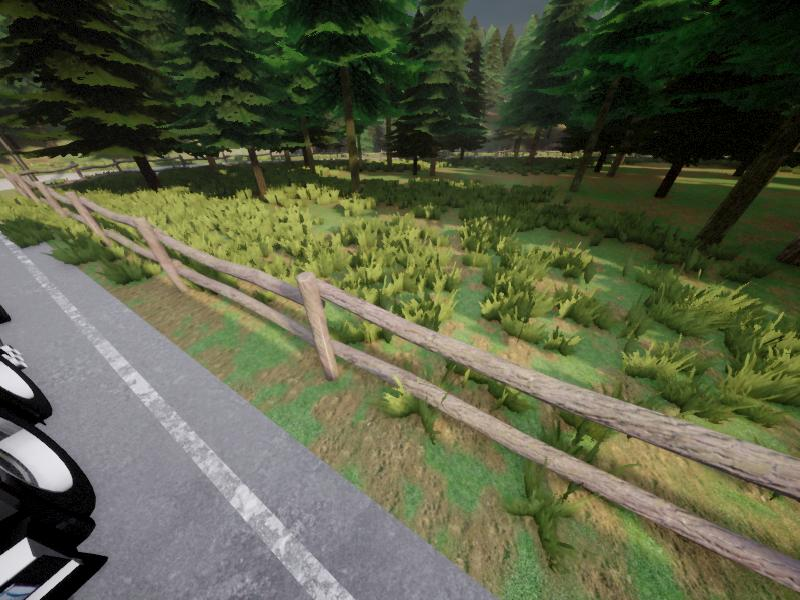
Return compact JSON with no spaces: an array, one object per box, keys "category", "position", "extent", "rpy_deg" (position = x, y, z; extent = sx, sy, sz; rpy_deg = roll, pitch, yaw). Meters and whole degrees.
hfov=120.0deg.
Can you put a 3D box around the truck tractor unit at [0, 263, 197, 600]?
[{"category":"truck tractor unit","position":[-5.109,-0.303,0.781],"extent":[6.516,4.208,3.053],"rpy_deg":[18,39,24]}]
